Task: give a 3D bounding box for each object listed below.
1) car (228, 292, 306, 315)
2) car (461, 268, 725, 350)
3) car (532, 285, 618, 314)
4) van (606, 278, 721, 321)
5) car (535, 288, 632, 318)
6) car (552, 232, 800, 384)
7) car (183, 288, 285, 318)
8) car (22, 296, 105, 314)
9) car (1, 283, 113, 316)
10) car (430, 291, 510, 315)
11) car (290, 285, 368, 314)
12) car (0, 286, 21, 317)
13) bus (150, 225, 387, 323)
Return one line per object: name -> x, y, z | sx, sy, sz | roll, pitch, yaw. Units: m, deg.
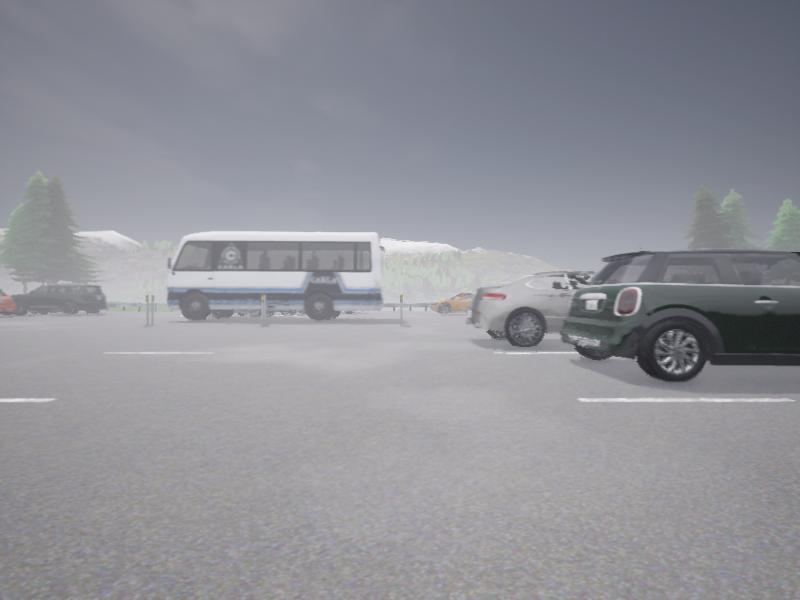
car -> -8.788, 0.229, 26.686 | 4.514, 1.525, 2.007 | 0, 0, 0
car -> 4.092, 0.180, 9.206 | 5.027, 1.651, 2.152 | 0, 0, 0
car -> 13.119, -0.031, 30.217 | 5.566, 2.045, 2.150 | 0, 0, 0
van -> 12.862, -0.006, 19.717 | 4.442, 1.987, 1.775 | 0, 0, 0
car -> 10.500, 0.157, 23.215 | 4.611, 1.667, 2.242 | 0, 0, 0
car -> 4.852, 0.093, 5.706 | 4.553, 1.767, 2.097 | 0, 0, 0
car -> -9.462, 0.181, 23.185 | 5.027, 1.651, 2.152 | 0, 0, 0
car -> -25.277, 0.346, 30.165 | 4.718, 1.301, 1.895 | 0, 0, 0
car -> -22.720, -0.027, 26.670 | 5.566, 2.045, 2.150 | 0, 0, 0
car -> 4.552, 0.222, 26.706 | 5.008, 1.535, 1.882 | 0, 0, 0
car -> -5.257, -0.031, 30.192 | 5.566, 2.045, 2.150 | 0, 0, 0
car -> -25.222, 0.097, 23.164 | 4.553, 1.767, 2.097 | 0, 0, 0
bus -> -5.851, -1.131, 19.569 | 10.273, 4.253, 3.944 | 0, 0, 0
